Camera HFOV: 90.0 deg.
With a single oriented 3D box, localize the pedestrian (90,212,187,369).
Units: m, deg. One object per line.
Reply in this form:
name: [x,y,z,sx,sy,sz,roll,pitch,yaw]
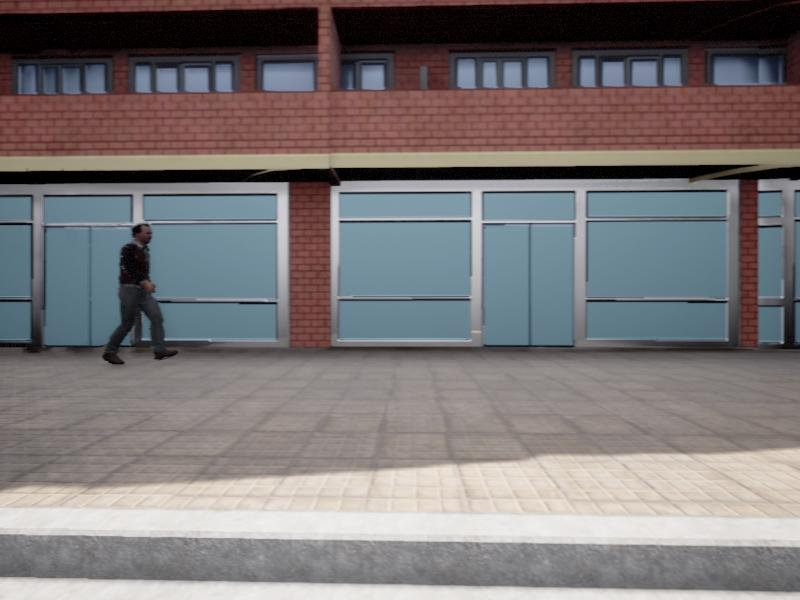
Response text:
pedestrian: [-3.307,-0.115,5.122,0.751,1.860,0.751,0,0,1]
